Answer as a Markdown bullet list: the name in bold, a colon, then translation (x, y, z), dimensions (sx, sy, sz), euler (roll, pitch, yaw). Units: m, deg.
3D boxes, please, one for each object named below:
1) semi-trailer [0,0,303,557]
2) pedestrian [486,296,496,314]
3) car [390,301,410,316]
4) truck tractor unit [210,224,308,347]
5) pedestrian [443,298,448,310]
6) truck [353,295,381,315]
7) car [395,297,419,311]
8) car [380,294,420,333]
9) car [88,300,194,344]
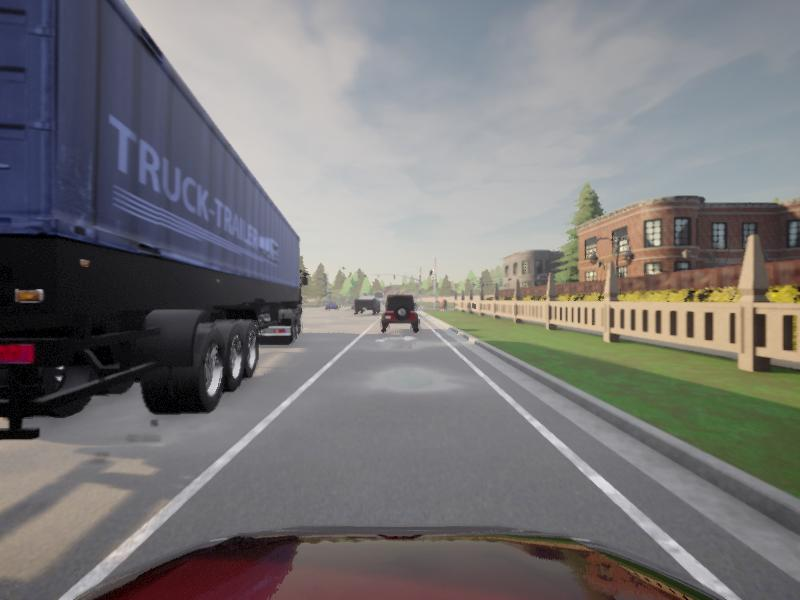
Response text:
- **semi-trailer**: translation (-4.428, -0.624, 9.375), dimensions (2.717, 4.402, 14.254), euler (1, 0, -8)
- **pedestrian**: translation (9.423, 0.501, 41.427), dimensions (0.751, 1.860, 0.751), euler (0, 0, -9)
- **car**: translation (0.002, 0.869, 41.340), dimensions (1.970, 1.475, 3.806), euler (0, 0, 0)
- **truck tractor unit**: translation (-5.623, -0.517, 17.195), dimensions (3.053, 4.208, 6.516), euler (0, 0, -11)
- **pedestrian**: translation (7.551, 0.662, 66.084), dimensions (0.751, 1.860, 0.751), euler (0, 0, 0)
- **truck**: translation (-3.627, 0.559, 45.233), dimensions (2.390, 2.098, 6.274), euler (0, 0, 2)
- **car**: translation (1.072, 0.588, 59.881), dimensions (2.150, 2.045, 5.566), euler (0, 0, 17)
- **car**: translation (0.001, 0.654, 21.417), dimensions (1.905, 1.878, 3.866), euler (0, 0, 0)
- **car**: translation (-10.497, 0.794, 16.619), dimensions (1.851, 1.617, 3.988), euler (0, 0, 0)
